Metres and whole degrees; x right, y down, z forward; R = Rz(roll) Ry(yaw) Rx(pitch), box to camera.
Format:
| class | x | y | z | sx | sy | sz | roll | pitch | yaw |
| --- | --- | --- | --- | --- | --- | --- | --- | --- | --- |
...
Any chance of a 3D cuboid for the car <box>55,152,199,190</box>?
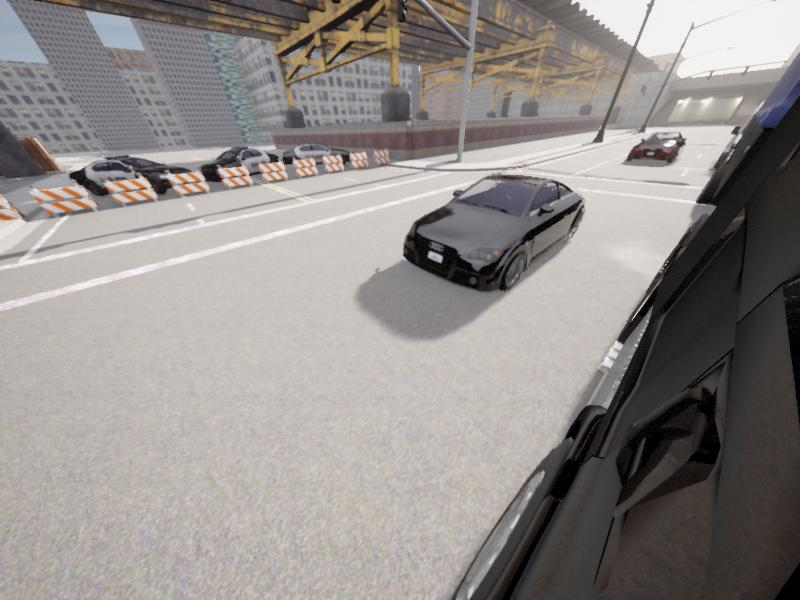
| class | x | y | z | sx | sy | sz | roll | pitch | yaw |
| --- | --- | --- | --- | --- | --- | --- | --- | --- | --- |
| car | -12.962 | -6.284 | 11.219 | 4.536 | 1.218 | 1.853 | 0 | 37 | 3 |

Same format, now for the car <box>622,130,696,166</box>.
| class | x | y | z | sx | sy | sz | roll | pitch | yaw |
| --- | --- | --- | --- | --- | --- | --- | --- | --- | --- |
| car | 15.018 | -8.873 | 13.378 | 4.181 | 1.385 | 1.994 | -29 | 44 | -31 |

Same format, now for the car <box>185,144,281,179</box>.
| class | x | y | z | sx | sy | sz | roll | pitch | yaw |
| --- | --- | --- | --- | --- | --- | --- | --- | --- | --- |
| car | -9.442 | -8.247 | 13.612 | 1.853 | 1.218 | 4.536 | 6 | 38 | 11 |

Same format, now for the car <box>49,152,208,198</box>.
| class | x | y | z | sx | sy | sz | roll | pitch | yaw |
| --- | --- | --- | --- | --- | --- | --- | --- | --- | --- |
| car | -12.905 | -6.159 | 11.311 | 4.974 | 1.542 | 2.038 | 0 | 37 | 3 |

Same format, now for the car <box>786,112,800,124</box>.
| class | x | y | z | sx | sy | sz | roll | pitch | yaw |
| --- | --- | --- | --- | --- | --- | --- | --- | --- | --- |
| car | 70.789 | -32.033 | 40.595 | 4.974 | 1.542 | 2.038 | -31 | 45 | -33 |

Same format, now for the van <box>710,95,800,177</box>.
| class | x | y | z | sx | sy | sz | roll | pitch | yaw |
| --- | --- | --- | --- | --- | --- | --- | --- | --- | --- |
| van | 16.939 | -7.627 | 10.628 | 5.915 | 2.561 | 1.988 | -29 | 44 | -31 |

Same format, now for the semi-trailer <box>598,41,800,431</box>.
| class | x | y | z | sx | sy | sz | roll | pitch | yaw |
| --- | --- | --- | --- | --- | --- | --- | --- | --- | --- |
| semi-trailer | 8.696 | -3.607 | 4.228 | 14.254 | 4.402 | 2.717 | -28 | 44 | -30 |

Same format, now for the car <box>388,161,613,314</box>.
| class | x | y | z | sx | sy | sz | roll | pitch | yaw |
| --- | --- | --- | --- | --- | --- | --- | --- | --- | --- |
| car | 2.053 | -1.662 | 4.588 | 4.181 | 1.385 | 1.994 | -29 | 44 | -31 |

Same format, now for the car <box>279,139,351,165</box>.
| class | x | y | z | sx | sy | sz | roll | pitch | yaw |
| --- | --- | --- | --- | --- | --- | --- | --- | --- | --- |
| car | -5.989 | -10.794 | 16.786 | 4.536 | 1.218 | 1.853 | -9 | 37 | -9 |

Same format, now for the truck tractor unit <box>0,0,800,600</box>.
| class | x | y | z | sx | sy | sz | roll | pitch | yaw |
| --- | --- | --- | --- | --- | --- | --- | --- | --- | --- |
| truck tractor unit | 2.645 | -0.295 | 0.352 | 6.516 | 4.208 | 3.053 | -28 | 44 | -30 |

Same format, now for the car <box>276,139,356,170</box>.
| class | x | y | z | sx | sy | sz | roll | pitch | yaw |
| --- | --- | --- | --- | --- | --- | --- | --- | --- | --- |
| car | -5.932 | -10.676 | 16.889 | 4.974 | 1.542 | 2.038 | -9 | 37 | -9 |

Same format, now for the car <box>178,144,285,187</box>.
| class | x | y | z | sx | sy | sz | roll | pitch | yaw |
| --- | --- | --- | --- | --- | --- | --- | --- | --- | --- |
| car | -9.447 | -8.090 | 13.667 | 2.038 | 1.542 | 4.974 | 6 | 38 | 11 |
